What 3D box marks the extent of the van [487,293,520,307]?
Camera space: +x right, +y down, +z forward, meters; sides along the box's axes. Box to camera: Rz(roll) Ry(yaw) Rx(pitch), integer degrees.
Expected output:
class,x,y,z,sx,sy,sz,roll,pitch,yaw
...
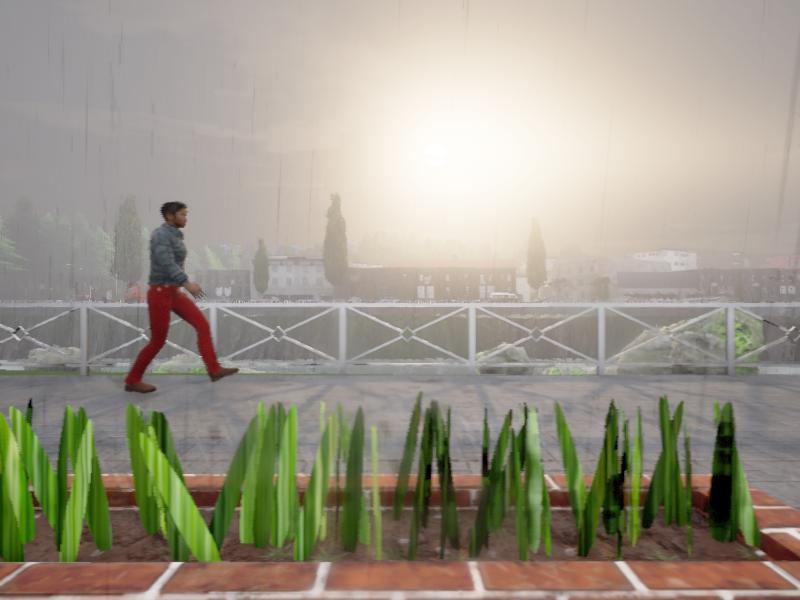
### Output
class,x,y,z,sx,sy,sz,roll,pitch,yaw
van,15.534,-0.028,60.376,4.480,2.038,2.069,0,0,0

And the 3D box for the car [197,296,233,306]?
class,x,y,z,sx,sy,sz,roll,pitch,yaw
car,-29.662,0.178,64.341,4.856,1.649,2.033,0,0,0

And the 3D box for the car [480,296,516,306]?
class,x,y,z,sx,sy,sz,roll,pitch,yaw
car,15.722,0.172,64.360,5.238,1.638,1.930,0,0,0

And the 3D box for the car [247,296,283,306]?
class,x,y,z,sx,sy,sz,roll,pitch,yaw
car,-21.681,0.180,64.344,5.027,1.651,2.152,0,0,0

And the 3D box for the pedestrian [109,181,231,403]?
class,x,y,z,sx,sy,sz,roll,pitch,yaw
pedestrian,-2.096,-0.067,3.756,0.751,1.860,0.751,0,0,-5

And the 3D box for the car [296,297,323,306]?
class,x,y,z,sx,sy,sz,roll,pitch,yaw
car,-14.533,0.253,64.345,3.806,1.475,1.970,0,0,0

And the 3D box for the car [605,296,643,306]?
class,x,y,z,sx,sy,sz,roll,pitch,yaw
car,36.002,0.197,64.393,4.974,1.542,2.038,0,0,0

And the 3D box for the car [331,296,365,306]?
class,x,y,z,sx,sy,sz,roll,pitch,yaw
car,-8.332,0.171,64.355,5.238,1.638,1.930,0,0,0

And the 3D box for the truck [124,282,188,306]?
class,x,y,z,sx,sy,sz,roll,pitch,yaw
truck,-39.152,-0.921,64.332,8.468,3.827,2.891,0,0,0

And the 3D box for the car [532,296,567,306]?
class,x,y,z,sx,sy,sz,roll,pitch,yaw
car,23.968,0.179,64.375,4.856,1.649,2.033,0,0,0

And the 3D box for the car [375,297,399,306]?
class,x,y,z,sx,sy,sz,roll,pitch,yaw
car,-2.067,0.253,64.357,3.806,1.475,1.970,0,0,0
